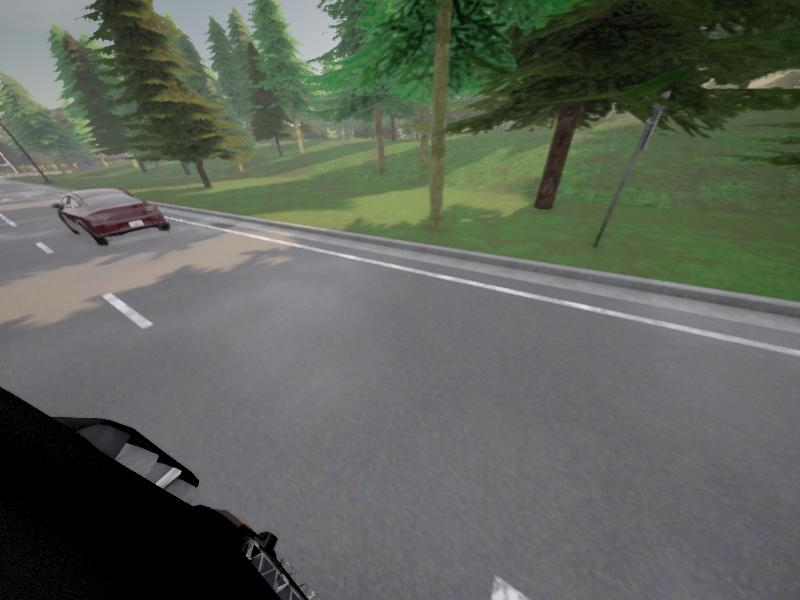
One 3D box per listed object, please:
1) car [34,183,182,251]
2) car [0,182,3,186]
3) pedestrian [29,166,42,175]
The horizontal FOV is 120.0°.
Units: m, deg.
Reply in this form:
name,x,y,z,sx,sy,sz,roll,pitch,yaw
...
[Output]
name,x,y,z,sx,sy,sz,roll,pitch,yaw
car,-10.015,-3.030,7.934,4.674,1.442,1.812,16,38,26
car,-56.402,-16.346,31.212,5.238,1.638,1.930,16,38,26
pedestrian,-88.576,-31.506,56.147,0.751,1.860,0.751,10,36,19
